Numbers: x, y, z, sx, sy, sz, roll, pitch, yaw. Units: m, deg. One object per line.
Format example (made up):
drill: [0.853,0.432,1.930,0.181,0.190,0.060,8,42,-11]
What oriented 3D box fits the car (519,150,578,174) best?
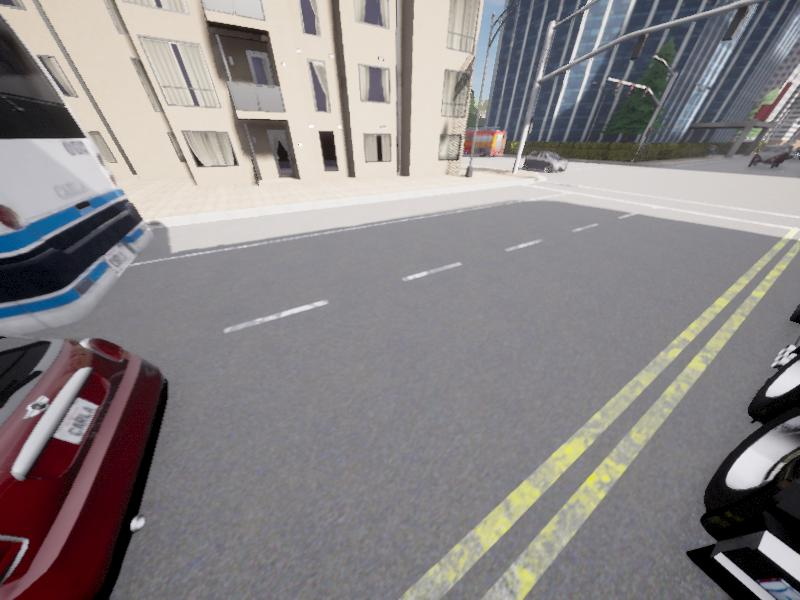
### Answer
car: [12.528,-11.862,19.794,1.845,1.501,3.633,-12,37,-17]

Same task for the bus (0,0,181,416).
bus: [-8.654,-0.372,0.746,10.273,4.253,3.944,-18,39,-24]

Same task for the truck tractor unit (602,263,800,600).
truck tractor unit: [5.109,-0.302,0.786,6.516,4.208,3.053,-18,39,-24]

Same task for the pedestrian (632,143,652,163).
pedestrian: [27.284,-16.544,26.034,0.751,1.860,0.751,-23,41,-30]

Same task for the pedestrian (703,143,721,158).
pedestrian: [46.705,-22.395,34.586,0.751,1.860,0.751,-18,39,-24]

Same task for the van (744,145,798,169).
van: [38.243,-14.811,23.827,4.442,1.987,1.775,-18,39,-24]

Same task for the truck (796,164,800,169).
truck: [43.961,-15.125,22.712,8.468,3.827,2.891,-18,39,-24]

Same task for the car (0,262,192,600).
car: [-3.559,1.334,0.762,3.806,1.475,1.970,-18,39,-24]
